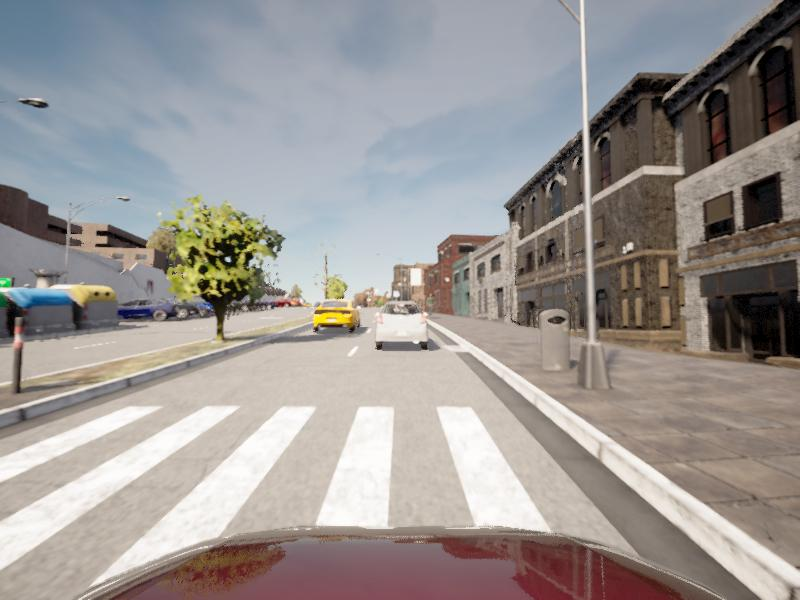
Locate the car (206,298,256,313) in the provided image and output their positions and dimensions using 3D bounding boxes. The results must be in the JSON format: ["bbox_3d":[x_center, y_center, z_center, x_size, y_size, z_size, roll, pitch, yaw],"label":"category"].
[{"bbox_3d":[-18.488,0.544,43.766,4.892,1.521,2.231,0,1,-26],"label":"car"}]

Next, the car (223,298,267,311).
[{"bbox_3d":[-19.174,0.526,49.641,4.892,1.521,2.231,0,0,-27],"label":"car"}]

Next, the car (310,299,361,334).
[{"bbox_3d":[-3.066,0.718,20.085,1.882,1.535,5.008,0,0,-1],"label":"car"}]

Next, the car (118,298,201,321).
[{"bbox_3d":[-17.251,0.610,29.054,4.892,1.521,2.231,-1,1,-23],"label":"car"}]

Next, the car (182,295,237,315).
[{"bbox_3d":[-17.948,0.441,37.878,4.553,1.767,2.185,0,0,-25],"label":"car"}]

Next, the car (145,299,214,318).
[{"bbox_3d":[-17.454,0.634,32.005,4.674,1.452,2.002,-1,0,-23],"label":"car"}]

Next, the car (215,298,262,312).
[{"bbox_3d":[-18.818,0.534,46.704,4.892,1.521,2.231,0,0,-26],"label":"car"}]

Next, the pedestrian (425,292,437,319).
[{"bbox_3d":[2.140,0.379,27.929,0.751,1.860,0.751,0,-4,-1],"label":"pedestrian"}]

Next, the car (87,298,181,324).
[{"bbox_3d":[-17.122,0.656,26.090,4.792,1.488,2.163,-1,1,-23],"label":"car"}]

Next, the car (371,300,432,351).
[{"bbox_3d":[0.038,0.763,13.848,1.845,1.501,3.633,0,0,0],"label":"car"}]

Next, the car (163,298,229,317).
[{"bbox_3d":[-17.665,0.579,34.947,5.008,1.535,2.097,-1,1,-24],"label":"car"}]
